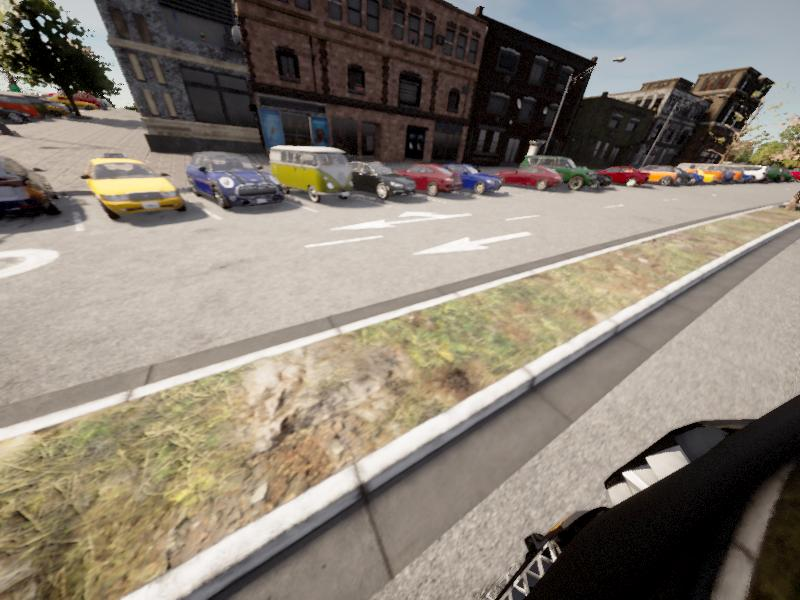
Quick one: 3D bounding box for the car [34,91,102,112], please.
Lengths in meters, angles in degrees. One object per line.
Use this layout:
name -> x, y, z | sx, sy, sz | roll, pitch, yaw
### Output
car -> -49.517, -29.702, 34.648 | 1.946, 1.575, 5.366 | 27, 40, 23

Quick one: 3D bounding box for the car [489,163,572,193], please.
car -> 9.290, -8.972, 16.779 | 4.674, 1.452, 2.002 | 28, 41, 33

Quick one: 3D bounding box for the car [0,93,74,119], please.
car -> -40.878, -21.393, 25.448 | 1.946, 1.575, 5.366 | 28, 40, 24

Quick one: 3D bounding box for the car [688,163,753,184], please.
car -> 41.968, -16.710, 30.460 | 1.878, 1.987, 4.442 | -27, 43, -37

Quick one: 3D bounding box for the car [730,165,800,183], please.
car -> 58.299, -20.332, 37.119 | 2.435, 2.045, 5.566 | -26, 43, -37

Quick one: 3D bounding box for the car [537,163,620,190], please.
car -> 14.657, -10.354, 19.201 | 5.008, 1.535, 2.097 | 28, 41, 34

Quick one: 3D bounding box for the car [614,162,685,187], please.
car -> 25.503, -13.017, 23.819 | 4.553, 1.767, 2.185 | 29, 42, 35

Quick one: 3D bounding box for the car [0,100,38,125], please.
car -> -35.838, -16.307, 19.768 | 2.231, 1.521, 4.892 | 28, 40, 24

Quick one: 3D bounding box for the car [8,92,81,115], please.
car -> -44.437, -24.612, 29.036 | 2.002, 1.452, 4.674 | 28, 40, 23

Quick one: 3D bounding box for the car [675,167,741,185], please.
car -> 39.114, -15.956, 29.571 | 2.163, 1.488, 4.792 | -27, 43, -37

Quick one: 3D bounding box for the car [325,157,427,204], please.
car -> -1.338, -6.215, 11.742 | 4.892, 1.521, 2.231 | 27, 40, 32

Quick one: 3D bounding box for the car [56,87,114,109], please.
car -> -56.626, -36.272, 41.708 | 2.435, 2.045, 5.566 | 24, 37, 26

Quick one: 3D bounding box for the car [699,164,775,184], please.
car -> 47.326, -17.975, 32.732 | 2.435, 2.045, 5.566 | -27, 43, -37

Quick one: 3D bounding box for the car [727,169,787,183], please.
car -> 55.556, -19.501, 36.165 | 2.163, 1.488, 4.792 | -27, 43, -37

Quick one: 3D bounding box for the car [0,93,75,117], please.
car -> -42.703, -22.947, 27.194 | 2.002, 1.452, 4.674 | 28, 40, 23

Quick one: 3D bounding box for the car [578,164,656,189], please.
car -> 20.056, -11.653, 21.572 | 5.008, 1.535, 2.097 | 29, 41, 34

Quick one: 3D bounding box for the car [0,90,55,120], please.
car -> -39.300, -19.772, 23.252 | 1.878, 1.987, 4.442 | 28, 40, 23

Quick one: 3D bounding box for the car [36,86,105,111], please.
car -> -51.347, -31.463, 36.181 | 2.435, 2.045, 5.566 | 28, 40, 22

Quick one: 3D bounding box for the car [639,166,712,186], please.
car -> 30.936, -14.166, 26.195 | 5.008, 1.535, 2.097 | 30, 41, 35

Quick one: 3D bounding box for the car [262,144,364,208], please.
car -> -3.872, -5.638, 10.265 | 4.442, 1.987, 1.878 | 26, 40, 32

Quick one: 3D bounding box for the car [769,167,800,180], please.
car -> 77.440, -24.499, 44.836 | 2.435, 2.045, 5.566 | -27, 43, -37

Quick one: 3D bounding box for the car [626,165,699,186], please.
car -> 28.216, -13.539, 25.044 | 4.892, 1.521, 2.231 | 30, 42, 35

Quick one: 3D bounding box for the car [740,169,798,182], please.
car -> 61.021, -20.689, 38.372 | 2.163, 1.488, 4.792 | -26, 43, -37

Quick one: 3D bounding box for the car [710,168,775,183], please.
car -> 50.070, -18.351, 33.961 | 2.097, 1.535, 5.008 | -27, 43, -37

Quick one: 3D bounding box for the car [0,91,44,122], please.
car -> -37.579, -18.103, 21.401 | 1.878, 1.987, 4.442 | 28, 40, 23

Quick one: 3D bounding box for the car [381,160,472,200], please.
car -> 1.308, -6.889, 13.029 | 4.674, 1.452, 2.002 | 27, 40, 32

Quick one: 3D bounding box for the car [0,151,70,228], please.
car -> -11.876, -3.345, 6.673 | 4.792, 1.488, 2.163 | 26, 40, 31

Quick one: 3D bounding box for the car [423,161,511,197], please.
car -> 3.960, -7.596, 14.298 | 4.674, 1.452, 2.002 | 27, 40, 33

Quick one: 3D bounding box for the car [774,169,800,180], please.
car -> 80.078, -24.962, 46.161 | 1.946, 1.575, 5.366 | -27, 43, -37

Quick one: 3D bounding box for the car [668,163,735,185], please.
car -> 36.496, -15.513, 28.240 | 1.878, 1.987, 4.442 | -27, 43, -38

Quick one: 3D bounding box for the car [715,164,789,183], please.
car -> 52.788, -19.163, 34.938 | 2.435, 2.045, 5.566 | -27, 43, -37

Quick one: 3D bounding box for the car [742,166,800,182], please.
car -> 63.767, -21.519, 39.324 | 2.435, 2.045, 5.566 | -26, 43, -37

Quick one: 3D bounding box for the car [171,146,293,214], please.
car -> -6.615, -4.879, 9.095 | 4.553, 1.767, 2.185 | 26, 40, 32

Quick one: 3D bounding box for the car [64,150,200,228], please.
car -> -9.071, -3.955, 7.734 | 5.366, 1.575, 1.946 | 26, 39, 31

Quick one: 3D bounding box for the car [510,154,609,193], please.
car -> 12.005, -9.885, 17.836 | 5.566, 2.045, 2.435 | 28, 40, 33

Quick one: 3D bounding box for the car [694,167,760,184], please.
car -> 44.607, -17.163, 31.755 | 2.097, 1.535, 5.008 | -27, 43, -37

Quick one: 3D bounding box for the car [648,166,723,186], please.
car -> 33.534, -14.844, 27.414 | 5.366, 1.575, 1.946 | 30, 42, 35
